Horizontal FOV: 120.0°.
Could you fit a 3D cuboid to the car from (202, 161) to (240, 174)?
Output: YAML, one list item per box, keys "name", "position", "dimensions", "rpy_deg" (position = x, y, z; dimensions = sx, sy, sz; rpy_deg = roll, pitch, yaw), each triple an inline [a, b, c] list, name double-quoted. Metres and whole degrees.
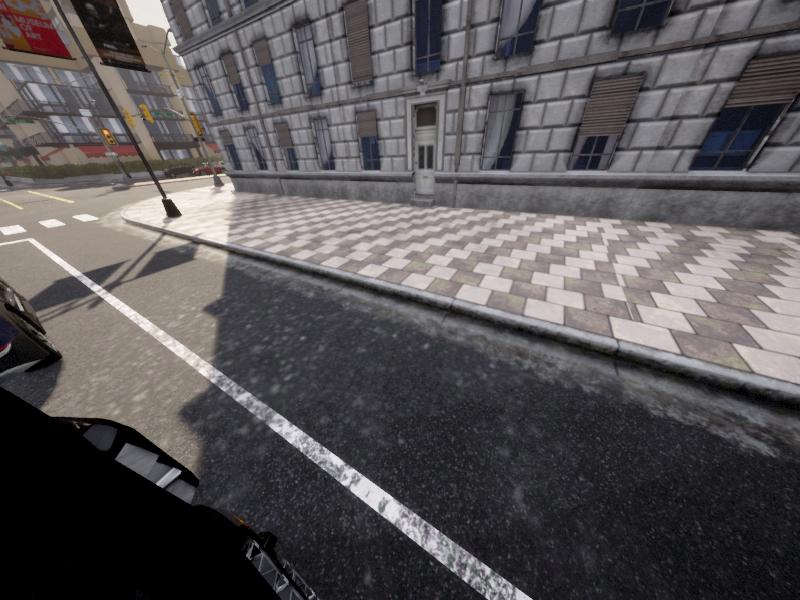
- name: "car"
  position: [-27.189, -20.250, 35.206]
  dimensions: [1.970, 1.475, 3.806]
  rpy_deg: [16, 38, 26]

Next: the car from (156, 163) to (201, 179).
- name: "car"
  position: [-29.909, -17.584, 31.332]
  dimensions: [1.789, 1.549, 3.705]
  rpy_deg: [16, 38, 26]

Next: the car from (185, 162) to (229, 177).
- name: "car"
  position: [-25.913, -17.651, 31.194]
  dimensions: [1.970, 1.475, 3.806]
  rpy_deg: [16, 38, 26]

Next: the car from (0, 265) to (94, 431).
- name: "car"
  position: [-6.308, 0.211, 2.645]
  dimensions: [4.856, 1.649, 2.033]
  rpy_deg: [16, 38, 26]
